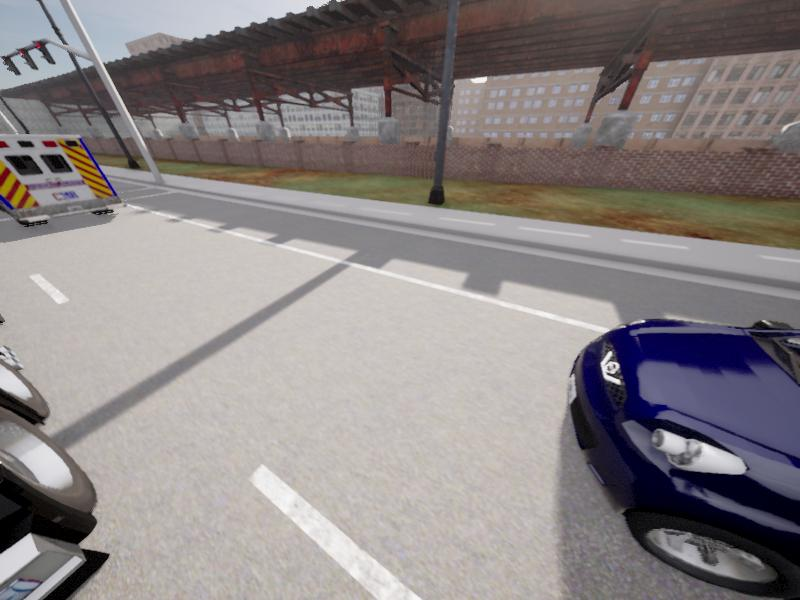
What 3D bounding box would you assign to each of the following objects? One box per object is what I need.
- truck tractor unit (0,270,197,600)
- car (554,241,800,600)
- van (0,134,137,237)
[{"bbox_3d":[-5.117,-0.295,0.767,6.516,4.208,3.053,18,39,24],"label":"truck tractor unit"},{"bbox_3d":[3.149,1.015,1.185,3.633,1.501,1.845,17,38,23],"label":"car"},{"bbox_3d":[-12.915,-4.293,8.107,6.366,2.431,2.351,17,38,23],"label":"van"}]
